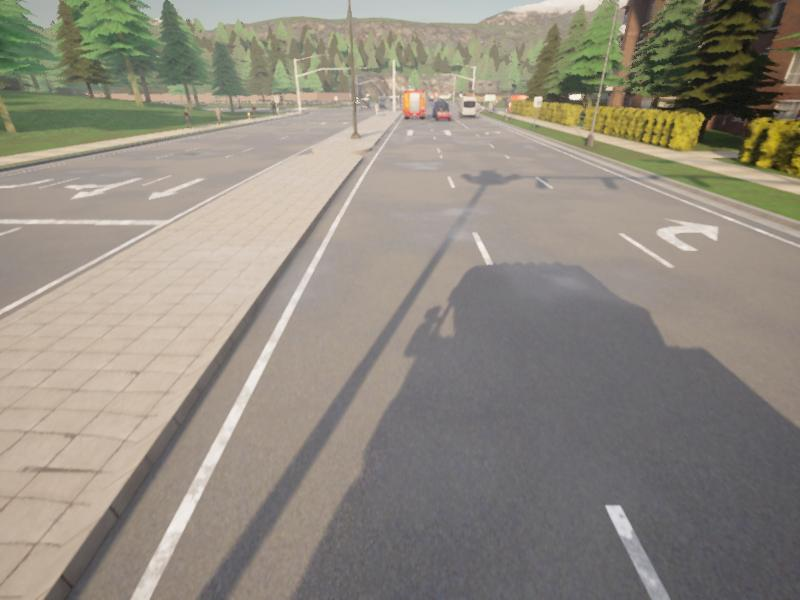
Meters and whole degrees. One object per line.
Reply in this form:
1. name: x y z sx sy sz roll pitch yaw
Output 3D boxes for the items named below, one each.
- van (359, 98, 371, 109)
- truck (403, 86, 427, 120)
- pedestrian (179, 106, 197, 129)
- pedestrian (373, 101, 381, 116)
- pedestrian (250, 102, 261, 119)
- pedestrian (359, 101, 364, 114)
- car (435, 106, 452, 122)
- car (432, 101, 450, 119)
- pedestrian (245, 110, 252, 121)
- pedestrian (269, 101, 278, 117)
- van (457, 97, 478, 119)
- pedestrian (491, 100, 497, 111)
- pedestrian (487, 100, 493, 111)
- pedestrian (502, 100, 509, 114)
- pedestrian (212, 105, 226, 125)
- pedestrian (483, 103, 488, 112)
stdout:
1. van: -7.575 -42.668 86.904 2.069 2.038 4.480 1 27 3
2. truck: 2.010 -26.545 53.726 2.891 3.827 8.468 1 27 2
3. pedestrian: -18.945 -16.276 35.741 0.751 1.860 0.751 2 27 4
4. pedestrian: -3.203 -26.602 55.622 0.751 1.860 0.751 -10 29 -19
5. pedestrian: -18.089 -23.672 50.033 0.751 1.860 0.751 4 28 8
6. pedestrian: -6.273 -31.495 65.432 0.751 1.860 0.751 0 27 0
7. car: 5.217 -22.586 48.462 1.851 1.617 3.988 1 27 2
8. car: 5.537 -26.056 54.690 2.150 2.045 5.566 1 27 2
9. pedestrian: -17.590 -21.437 46.535 0.500 1.100 0.500 0 27 1
10. pedestrian: -17.532 -26.507 55.510 0.751 1.860 0.751 6 28 12
11. van: 9.018 -25.976 53.975 1.988 2.561 5.915 1 27 2
12. pedestrian: 17.280 -35.729 73.464 0.751 1.860 0.751 4 28 9
13. pedestrian: 16.297 -35.139 72.326 0.751 1.860 0.751 1 27 2
14. pedestrian: 16.016 -29.250 60.611 0.751 1.860 0.751 1 27 3
15. pedestrian: -18.406 -18.850 40.713 0.751 1.860 0.751 1 27 2
16. pedestrian: 15.431 -34.761 72.210 0.751 1.300 0.751 1 27 3
